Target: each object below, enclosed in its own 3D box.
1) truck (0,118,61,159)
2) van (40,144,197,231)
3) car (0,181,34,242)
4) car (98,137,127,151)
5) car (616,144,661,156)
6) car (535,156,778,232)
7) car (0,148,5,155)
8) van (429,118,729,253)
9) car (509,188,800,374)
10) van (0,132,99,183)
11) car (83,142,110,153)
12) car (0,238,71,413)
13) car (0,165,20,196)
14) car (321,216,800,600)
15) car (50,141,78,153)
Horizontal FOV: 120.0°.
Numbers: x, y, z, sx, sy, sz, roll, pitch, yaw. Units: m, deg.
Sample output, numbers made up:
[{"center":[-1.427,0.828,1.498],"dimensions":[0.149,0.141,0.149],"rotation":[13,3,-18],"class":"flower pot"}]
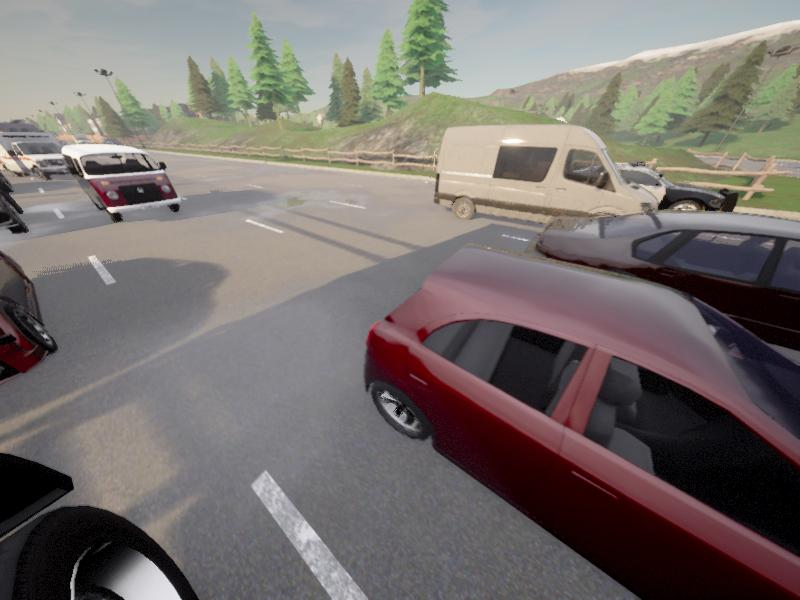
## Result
[{"center":[-46.728,-20.083,28.840],"dimensions":[8.468,3.827,2.891],"rotation":[22,41,28],"class":"truck"},{"center":[-9.547,-4.079,7.895],"dimensions":[4.480,2.038,2.069],"rotation":[22,41,28],"class":"van"},{"center":[-12.765,-2.764,6.362],"dimensions":[5.027,1.651,2.152],"rotation":[22,41,28],"class":"car"},{"center":[-56.998,-30.977,45.812],"dimensions":[5.566,2.045,2.150],"rotation":[22,41,28],"class":"car"},{"center":[39.958,-25.288,38.853],"dimensions":[1.837,1.490,4.892],"rotation":[-10,36,-16],"class":"car"},{"center":[8.174,-4.040,8.302],"dimensions":[5.238,1.638,1.930],"rotation":[22,41,28],"class":"car"},{"center":[-60.968,-22.675,34.112],"dimensions":[4.605,1.855,1.932],"rotation":[23,41,27],"class":"car"},{"center":[4.032,-3.635,6.920],"dimensions":[5.915,2.561,1.988],"rotation":[22,41,28],"class":"van"},{"center":[4.800,-0.387,3.299],"dimensions":[5.357,1.411,2.033],"rotation":[22,41,28],"class":"car"},{"center":[-23.405,-9.245,14.805],"dimensions":[6.366,2.431,2.351],"rotation":[14,37,18],"class":"van"},{"center":[-52.168,-26.295,39.675],"dimensions":[3.806,1.475,1.970],"rotation":[22,41,28],"class":"car"},{"center":[-6.052,0.128,2.562],"dimensions":[4.181,1.385,1.994],"rotation":[22,40,28],"class":"car"},{"center":[-20.712,-5.969,10.988],"dimensions":[4.792,1.488,2.163],"rotation":[22,41,28],"class":"car"},{"center":[1.517,0.676,1.649],"dimensions":[3.633,1.501,1.845],"rotation":[22,41,28],"class":"car"},{"center":[-54.427,-24.776,37.454],"dimensions":[3.633,1.501,1.845],"rotation":[22,41,28],"class":"car"}]
